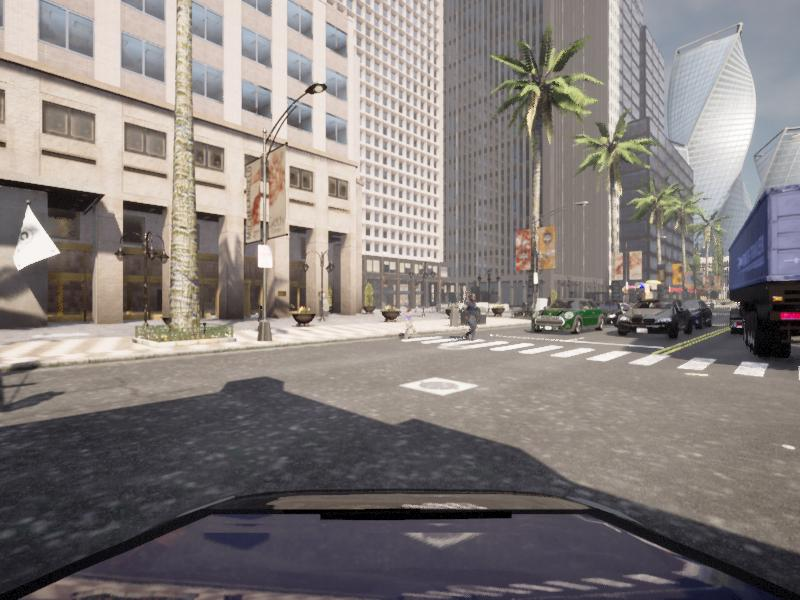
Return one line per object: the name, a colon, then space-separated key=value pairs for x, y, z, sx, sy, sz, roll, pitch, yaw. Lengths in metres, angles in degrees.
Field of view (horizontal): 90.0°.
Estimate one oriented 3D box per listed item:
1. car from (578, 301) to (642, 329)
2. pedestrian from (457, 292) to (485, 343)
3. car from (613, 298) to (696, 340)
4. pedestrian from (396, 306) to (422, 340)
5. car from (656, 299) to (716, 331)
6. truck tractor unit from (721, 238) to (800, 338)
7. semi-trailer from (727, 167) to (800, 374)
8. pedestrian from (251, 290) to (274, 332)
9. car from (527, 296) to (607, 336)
car: x=12.868 y=0.826 z=24.344 sx=4.974 sy=1.542 sz=2.038 roll=0 pitch=0 yaw=-45
pedestrian: x=2.681 y=0.637 z=15.165 sx=0.751 sy=1.860 sz=0.751 roll=0 pitch=0 yaw=-37
car: x=11.707 y=0.756 z=18.278 sx=4.611 sy=1.667 sz=2.242 roll=0 pitch=0 yaw=-45
pedestrian: x=0.350 y=0.917 z=16.048 sx=0.751 sy=1.300 sz=0.751 roll=0 pitch=0 yaw=37
car: x=16.570 y=0.778 z=23.080 sx=4.856 sy=1.649 sz=2.033 roll=0 pitch=0 yaw=-45
truck tractor unit: x=18.369 y=-0.522 z=19.917 sx=3.053 sy=4.208 sz=6.516 roll=0 pitch=0 yaw=45
semi-trailer: x=13.414 y=-0.623 z=13.765 sx=2.717 sy=4.402 sz=14.254 roll=-1 pitch=0 yaw=37
pedestrian: x=-6.314 y=0.485 z=18.331 sx=0.751 sy=1.860 sz=0.751 roll=0 pitch=0 yaw=-44
car: x=8.408 y=0.694 z=19.937 sx=4.553 sy=1.767 sz=2.097 roll=0 pitch=0 yaw=-45
